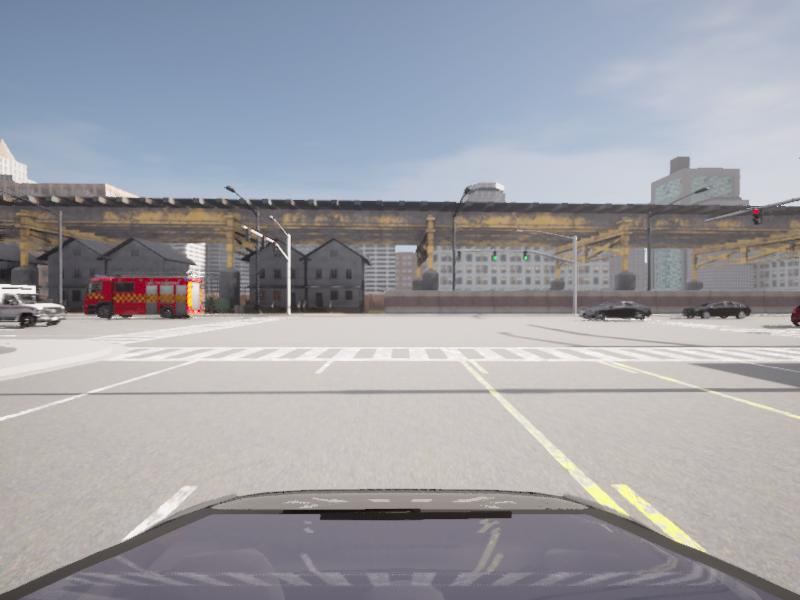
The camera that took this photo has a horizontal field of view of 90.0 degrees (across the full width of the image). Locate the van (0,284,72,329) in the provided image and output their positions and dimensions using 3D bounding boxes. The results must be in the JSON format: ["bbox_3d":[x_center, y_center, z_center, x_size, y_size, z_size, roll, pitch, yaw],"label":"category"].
[{"bbox_3d":[-22.873,0.366,22.844,6.366,2.431,2.351,0,0,1],"label":"van"}]

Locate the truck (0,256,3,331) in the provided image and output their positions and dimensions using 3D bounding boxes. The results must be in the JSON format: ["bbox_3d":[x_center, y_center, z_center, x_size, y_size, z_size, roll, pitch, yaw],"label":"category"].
[{"bbox_3d":[-24.753,-0.331,19.247,8.468,3.827,2.891,0,0,0],"label":"truck"}]

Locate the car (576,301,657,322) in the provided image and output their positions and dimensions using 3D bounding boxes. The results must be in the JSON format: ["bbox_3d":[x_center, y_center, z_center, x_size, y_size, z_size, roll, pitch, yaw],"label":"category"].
[{"bbox_3d":[15.996,0.822,29.798,4.902,1.511,2.128,0,0,0],"label":"car"}]

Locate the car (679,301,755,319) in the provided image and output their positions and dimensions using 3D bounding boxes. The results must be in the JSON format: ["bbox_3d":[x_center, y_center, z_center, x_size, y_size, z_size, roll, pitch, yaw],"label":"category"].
[{"bbox_3d":[26.319,0.829,33.322,4.892,1.490,1.837,0,0,0],"label":"car"}]

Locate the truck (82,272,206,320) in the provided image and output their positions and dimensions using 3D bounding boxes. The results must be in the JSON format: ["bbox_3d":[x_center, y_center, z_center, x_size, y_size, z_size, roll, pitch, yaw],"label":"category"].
[{"bbox_3d":[-21.031,-0.337,33.260,8.468,3.827,2.891,0,0,0],"label":"truck"}]

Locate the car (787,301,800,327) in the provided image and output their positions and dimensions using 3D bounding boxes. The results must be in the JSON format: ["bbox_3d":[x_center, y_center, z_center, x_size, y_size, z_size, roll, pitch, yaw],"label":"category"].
[{"bbox_3d":[24.793,0.816,22.821,3.633,1.501,1.845,0,0,0],"label":"car"}]
